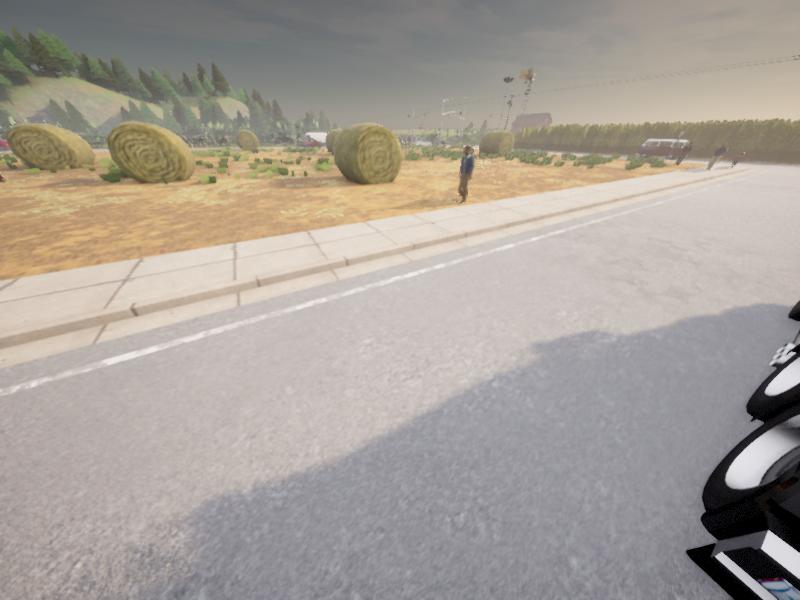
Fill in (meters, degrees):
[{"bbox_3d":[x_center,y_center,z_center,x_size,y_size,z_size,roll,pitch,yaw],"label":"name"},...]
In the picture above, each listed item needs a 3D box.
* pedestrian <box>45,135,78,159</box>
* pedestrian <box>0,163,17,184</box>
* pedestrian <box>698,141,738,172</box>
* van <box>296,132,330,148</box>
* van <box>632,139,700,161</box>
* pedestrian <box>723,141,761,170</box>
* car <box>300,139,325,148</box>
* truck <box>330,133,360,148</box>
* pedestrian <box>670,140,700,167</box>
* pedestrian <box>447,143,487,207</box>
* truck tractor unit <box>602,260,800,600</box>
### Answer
[{"bbox_3d":[-32.628,-14.775,22.291,0.751,1.860,0.751,9,37,12],"label":"pedestrian"},{"bbox_3d":[-19.987,-6.577,10.986,0.751,1.860,0.751,5,36,6],"label":"pedestrian"},{"bbox_3d":[22.974,-10.399,16.728,0.751,1.860,0.751,-18,39,-23],"label":"pedestrian"},{"bbox_3d":[-17.924,-33.044,47.621,5.915,2.561,1.988,-16,39,-21],"label":"van"},{"bbox_3d":[31.305,-17.852,27.392,2.069,2.038,4.480,-18,40,-24],"label":"van"},{"bbox_3d":[26.630,-11.312,18.035,0.751,1.860,0.751,-17,39,-23],"label":"pedestrian"},{"bbox_3d":[-17.014,-30.591,45.122,4.193,1.474,1.816,-16,39,-21],"label":"car"},{"bbox_3d":[-11.236,-32.641,47.177,5.204,2.467,2.627,-16,39,-21],"label":"truck"},{"bbox_3d":[23.562,-12.127,19.143,0.751,1.860,0.751,28,44,33],"label":"pedestrian"},{"bbox_3d":[2.300,-4.364,8.117,0.751,1.860,0.751,-21,41,-27],"label":"pedestrian"},{"bbox_3d":[5.113,-0.297,0.786,6.516,4.208,3.053,-18,40,-24],"label":"truck tractor unit"}]
